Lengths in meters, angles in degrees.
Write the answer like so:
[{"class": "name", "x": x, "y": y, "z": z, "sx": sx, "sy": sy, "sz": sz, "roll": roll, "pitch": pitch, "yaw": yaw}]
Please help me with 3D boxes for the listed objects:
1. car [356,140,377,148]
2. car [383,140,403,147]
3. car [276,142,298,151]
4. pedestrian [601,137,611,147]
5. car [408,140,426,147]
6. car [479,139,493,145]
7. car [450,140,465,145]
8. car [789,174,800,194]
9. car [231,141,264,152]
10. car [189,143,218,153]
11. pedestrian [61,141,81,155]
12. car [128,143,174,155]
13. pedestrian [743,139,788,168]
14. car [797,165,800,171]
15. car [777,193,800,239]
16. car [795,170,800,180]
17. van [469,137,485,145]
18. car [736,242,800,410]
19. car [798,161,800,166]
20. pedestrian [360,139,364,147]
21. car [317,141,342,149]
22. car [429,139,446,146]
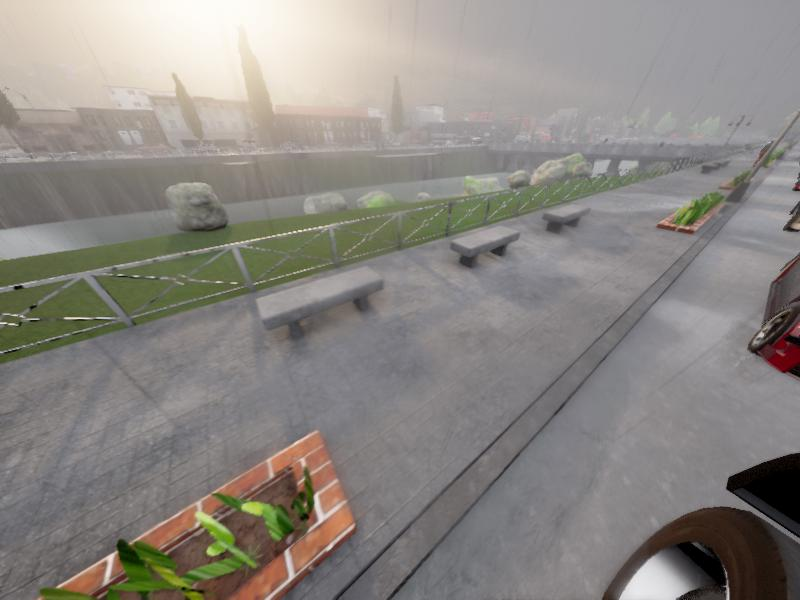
[{"class": "car", "x": -8.560, "y": -40.255, "z": 59.616, "sx": 4.856, "sy": 1.649, "sz": 2.033, "roll": -22, "pitch": 41, "yaw": -28}, {"class": "car", "x": -1.880, "y": -42.957, "z": 63.442, "sx": 4.974, "sy": 1.542, "sz": 2.038, "roll": -22, "pitch": 41, "yaw": -28}, {"class": "car", "x": -24.642, "y": -33.624, "z": 50.494, "sx": 3.806, "sy": 1.475, "sz": 1.970, "roll": -22, "pitch": 41, "yaw": -28}, {"class": "pedestrian", "x": 43.601, "y": -33.464, "z": 48.923, "sx": 0.751, "sy": 1.860, "sz": 0.751, "roll": -1, "pitch": 35, "yaw": -1}, {"class": "car", "x": 4.894, "y": -45.698, "z": 67.319, "sx": 5.008, "sy": 1.535, "sz": 1.882, "roll": -22, "pitch": 41, "yaw": -28}, {"class": "car", "x": 30.437, "y": -56.103, "z": 81.893, "sx": 4.892, "sy": 1.490, "sz": 1.837, "roll": -22, "pitch": 41, "yaw": -28}, {"class": "car", "x": 18.621, "y": -51.283, "z": 75.156, "sx": 4.892, "sy": 1.490, "sz": 1.837, "roll": -22, "pitch": 41, "yaw": -28}, {"class": "car", "x": 20.806, "y": -5.959, "z": 10.864, "sx": 4.514, "sy": 1.525, "sz": 2.007, "roll": -22, "pitch": 41, "yaw": -28}, {"class": "car", "x": -30.888, "y": -31.145, "z": 46.887, "sx": 5.238, "sy": 1.638, "sz": 1.930, "roll": -22, "pitch": 41, "yaw": -28}, {"class": "car", "x": -36.947, "y": -28.605, "z": 43.478, "sx": 3.806, "sy": 1.475, "sz": 1.970, "roll": -22, "pitch": 41, "yaw": -28}, {"class": "pedestrian", "x": -53.244, "y": -24.628, "z": 37.417, "sx": 0.751, "sy": 1.860, "sz": 0.751, "roll": -8, "pitch": 36, "yaw": -10}, {"class": "car", "x": -42.895, "y": -26.238, "z": 40.045, "sx": 5.027, "sy": 1.651, "sz": 2.152, "roll": -22, "pitch": 41, "yaw": -28}, {"class": "pedestrian", "x": 28.128, "y": -11.273, "z": 17.826, "sx": 0.751, "sy": 1.860, "sz": 0.751, "roll": 1, "pitch": 35, "yaw": 1}, {"class": "car", "x": 31.863, "y": -10.469, "z": 17.164, "sx": 3.633, "sy": 1.501, "sz": 1.845, "roll": -22, "pitch": 41, "yaw": -28}, {"class": "car", "x": 12.741, "y": -2.672, "z": 6.270, "sx": 4.514, "sy": 1.525, "sz": 2.007, "roll": -22, "pitch": 41, "yaw": -28}, {"class": "car", "x": 26.351, "y": -8.199, "z": 14.039, "sx": 4.193, "sy": 1.474, "sz": 1.816, "roll": -22, "pitch": 41, "yaw": -28}, {"class": "van", "x": 24.904, "y": -51.249, "z": 74.595, "sx": 4.480, "sy": 2.038, "sz": 2.069, "roll": -22, "pitch": 41, "yaw": -28}, {"class": "car", "x": 6.077, "y": 0.123, "z": 2.527, "sx": 4.181, "sy": 1.385, "sz": 1.994, "roll": -22, "pitch": 41, "yaw": -28}, {"class": "car", "x": 37.385, "y": -12.723, "z": 20.309, "sx": 5.008, "sy": 1.535, "sz": 1.882, "roll": -22, "pitch": 41, "yaw": -28}, {"class": "pedestrian", "x": -10.647, "y": -44.367, "z": 65.079, "sx": 0.751, "sy": 1.860, "sz": 0.751, "roll": -29, "pitch": 44, "yaw": -34}, {"class": "car", "x": -16.709, "y": -36.926, "z": 54.969, "sx": 5.238, "sy": 1.638, "sz": 1.930, "roll": -22, "pitch": 41, "yaw": -28}, {"class": "car", "x": 11.529, "y": -48.447, "z": 71.073, "sx": 5.238, "sy": 1.638, "sz": 1.930, "roll": -22, "pitch": 41, "yaw": -28}]
